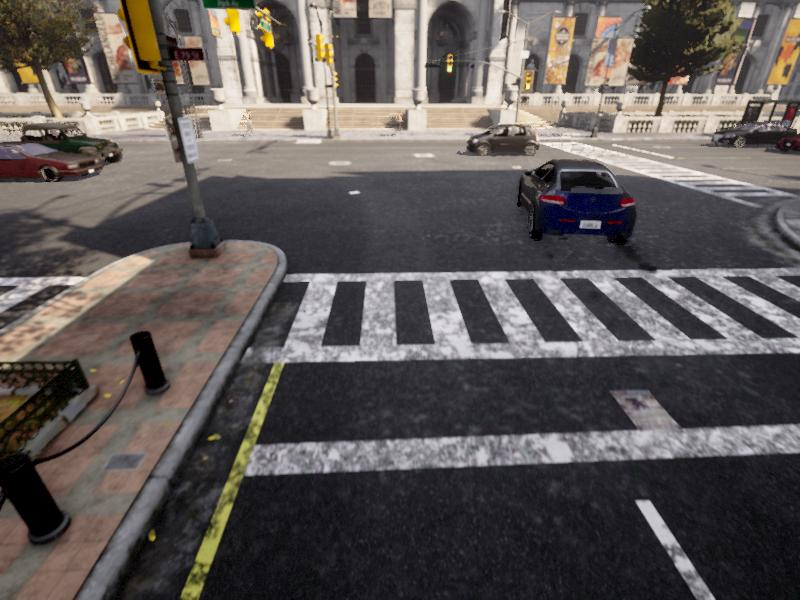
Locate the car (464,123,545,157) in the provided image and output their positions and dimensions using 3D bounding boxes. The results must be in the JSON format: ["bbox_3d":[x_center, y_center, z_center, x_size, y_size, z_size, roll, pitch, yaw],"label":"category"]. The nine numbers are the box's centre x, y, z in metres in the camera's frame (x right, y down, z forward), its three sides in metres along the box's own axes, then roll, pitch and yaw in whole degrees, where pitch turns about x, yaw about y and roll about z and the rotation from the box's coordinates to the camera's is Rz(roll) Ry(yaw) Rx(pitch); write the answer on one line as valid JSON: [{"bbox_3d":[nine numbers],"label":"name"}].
[{"bbox_3d":[5.885,-9.185,22.941,3.988,1.617,1.851,-1,27,-2],"label":"car"}]

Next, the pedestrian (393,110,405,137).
[{"bbox_3d":[-0.083,-13.965,31.637,0.751,1.860,0.751,-5,27,-10],"label":"pedestrian"}]

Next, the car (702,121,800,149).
[{"bbox_3d":[23.546,-11.016,26.661,4.902,1.511,2.128,-1,27,-2],"label":"car"}]

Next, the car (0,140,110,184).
[{"bbox_3d":[-15.240,-5.569,16.053,5.357,1.411,2.033,-1,27,-2],"label":"car"}]

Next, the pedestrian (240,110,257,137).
[{"bbox_3d":[-11.854,-13.836,31.364,0.751,1.860,0.751,-1,27,-2],"label":"pedestrian"}]

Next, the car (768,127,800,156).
[{"bbox_3d":[24.914,-9.388,23.630,4.181,1.385,1.994,-1,27,-3],"label":"car"}]

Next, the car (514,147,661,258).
[{"bbox_3d":[4.387,-2.814,10.430,2.152,1.651,5.027,4,27,9],"label":"car"}]

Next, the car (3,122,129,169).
[{"bbox_3d":[-15.686,-7.376,19.047,3.866,1.878,1.905,-1,27,-2],"label":"car"}]
